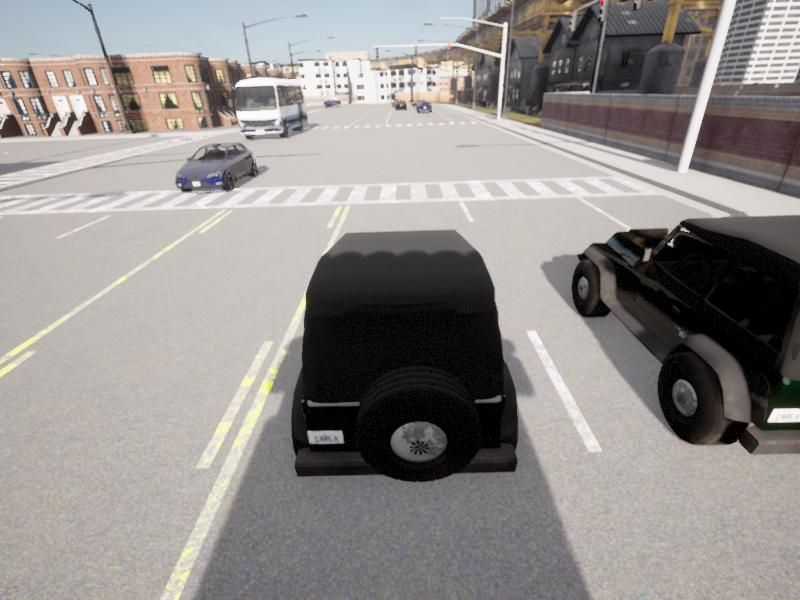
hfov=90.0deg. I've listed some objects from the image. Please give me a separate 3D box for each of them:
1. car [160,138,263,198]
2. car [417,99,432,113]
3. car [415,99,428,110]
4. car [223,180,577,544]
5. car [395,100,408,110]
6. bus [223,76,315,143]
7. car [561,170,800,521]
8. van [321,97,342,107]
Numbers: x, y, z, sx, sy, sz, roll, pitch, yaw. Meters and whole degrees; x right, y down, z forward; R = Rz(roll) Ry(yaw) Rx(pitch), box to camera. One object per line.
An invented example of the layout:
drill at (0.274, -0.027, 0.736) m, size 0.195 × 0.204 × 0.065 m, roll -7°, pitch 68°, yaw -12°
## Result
car at (-6.929, -5.170, 15.316) m, size 1.816 × 1.474 × 4.193 m, roll -2°, pitch 28°, yaw 1°
car at (3.685, -29.476, 60.826) m, size 2.152 × 1.651 × 5.027 m, roll -2°, pitch 28°, yaw 1°
car at (3.710, -33.941, 69.446) m, size 1.882 × 1.535 × 5.008 m, roll -2°, pitch 28°, yaw 1°
car at (0.029, 0.093, 4.297) m, size 1.905 × 1.878 × 3.866 m, roll -2°, pitch 28°, yaw 1°
car at (0.220, -35.002, 71.794) m, size 2.163 × 1.488 × 4.792 m, roll -2°, pitch 28°, yaw 1°
bus at (-10.304, -16.055, 33.365) m, size 3.944 × 4.253 × 10.273 m, roll -2°, pitch 28°, yaw 1°
car at (3.528, -0.060, 4.334) m, size 1.905 × 1.878 × 3.866 m, roll -2°, pitch 28°, yaw 1°
van at (-17.219, -49.827, 100.799) m, size 4.480 × 2.038 × 2.069 m, roll 12°, pitch 31°, yaw 25°
